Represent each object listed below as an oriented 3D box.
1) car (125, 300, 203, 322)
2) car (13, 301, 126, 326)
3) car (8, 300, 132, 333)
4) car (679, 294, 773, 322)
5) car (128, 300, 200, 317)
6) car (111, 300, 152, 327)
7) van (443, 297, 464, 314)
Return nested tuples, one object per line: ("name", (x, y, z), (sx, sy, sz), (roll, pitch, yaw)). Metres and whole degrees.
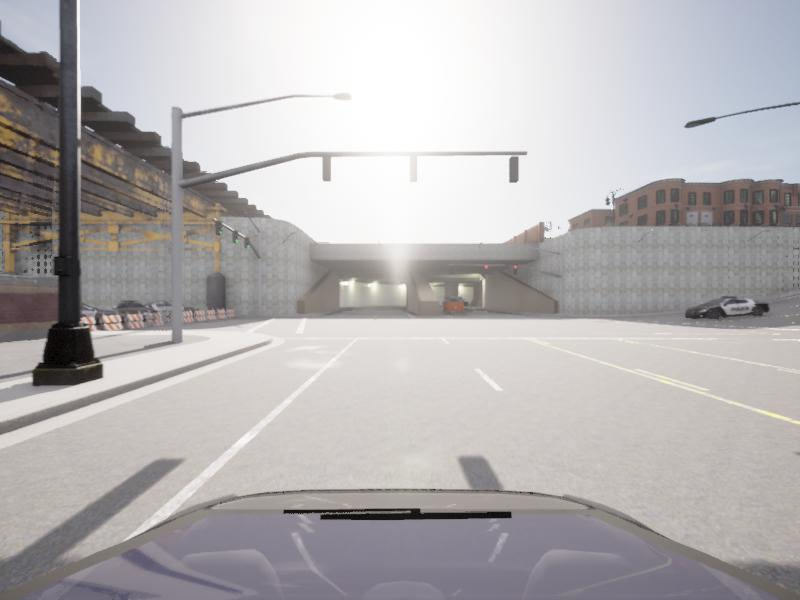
("car", (-18.473, 0.802, 31.614), (2.038, 1.542, 4.974), (0, 0, 29))
("car", (-17.707, 0.643, 21.601), (1.853, 1.218, 4.536), (0, 0, 44))
("car", (-17.671, 0.800, 21.639), (2.038, 1.542, 4.974), (0, 0, 44))
("car", (23.137, 0.547, 28.554), (4.974, 1.542, 2.038), (-5, 0, 0))
("car", (-18.498, 0.644, 31.568), (1.853, 1.218, 4.536), (0, 0, 29))
("car", (-17.683, 0.801, 26.247), (2.038, 1.542, 4.974), (0, 0, -36))
("van", (6.227, 0.607, 47.316), (1.775, 1.987, 4.442), (0, 0, -1))
